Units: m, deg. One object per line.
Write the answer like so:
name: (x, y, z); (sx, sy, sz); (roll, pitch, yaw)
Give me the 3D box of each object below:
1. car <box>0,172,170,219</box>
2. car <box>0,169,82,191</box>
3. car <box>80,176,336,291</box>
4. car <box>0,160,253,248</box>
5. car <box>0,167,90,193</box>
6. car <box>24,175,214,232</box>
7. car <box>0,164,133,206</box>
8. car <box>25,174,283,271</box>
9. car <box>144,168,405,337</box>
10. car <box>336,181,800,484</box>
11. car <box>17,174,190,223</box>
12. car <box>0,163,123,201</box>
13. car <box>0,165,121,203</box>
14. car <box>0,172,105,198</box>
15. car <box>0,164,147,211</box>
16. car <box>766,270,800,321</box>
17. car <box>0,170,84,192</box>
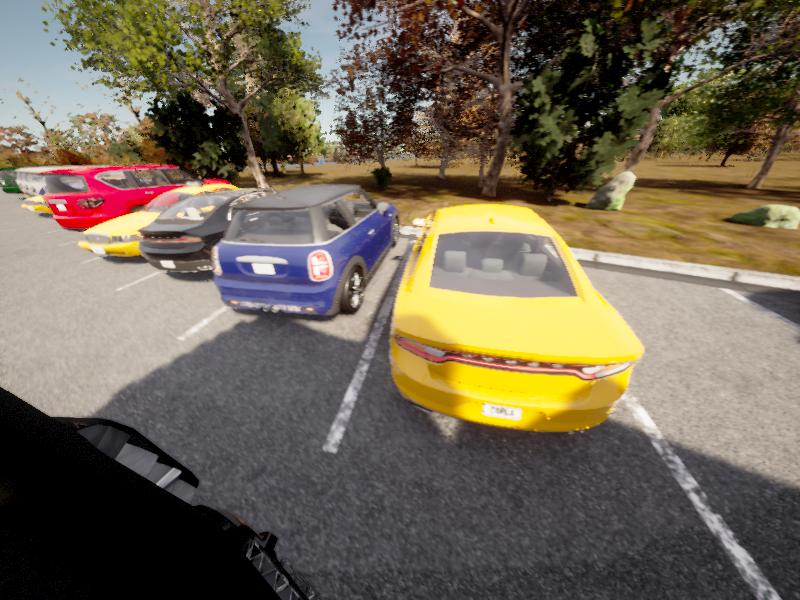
car: (-16.650, -5.969, 12.760); (1.946, 1.575, 5.366); (5, 33, 10)
car: (-40.120, -13.385, 25.590); (1.946, 1.575, 5.366); (5, 33, 11)
car: (-3.925, -2.199, 6.200); (2.231, 1.521, 4.892); (4, 33, 10)
car: (-9.008, -3.966, 8.762); (2.435, 2.045, 5.566); (5, 33, 11)
car: (-34.368, -11.630, 22.315); (2.185, 1.767, 4.553); (5, 33, 10)
car: (-11.541, -4.474, 10.211); (2.163, 1.488, 4.792); (5, 33, 10)
car: (-21.717, -7.748, 15.393); (1.878, 1.987, 4.442); (5, 33, 10)
car: (-6.495, -2.871, 7.381); (1.946, 1.575, 5.366); (5, 33, 10)
car: (-1.387, -1.532, 4.788); (2.185, 1.767, 4.553); (4, 33, 10)
car: (1.170, -0.685, 3.562); (2.097, 1.535, 5.008); (4, 33, 10)
car: (-14.074, -5.282, 11.608); (2.163, 1.488, 4.792); (5, 33, 11)
car: (-26.769, -9.401, 18.197); (2.435, 2.045, 5.566); (5, 33, 11)
car: (-24.256, -8.524, 16.741); (1.878, 1.987, 4.442); (5, 33, 10)
car: (-29.297, -9.919, 19.681); (2.002, 1.452, 4.674); (5, 33, 10)
car: (-19.177, -6.971, 14.045); (1.878, 1.987, 4.442); (5, 33, 10)
car: (6.297, 0.799, 1.023); (2.163, 1.488, 4.792); (4, 33, 9)
car: (-37.262, -12.355, 23.890); (2.163, 1.488, 4.792); (5, 33, 10)
